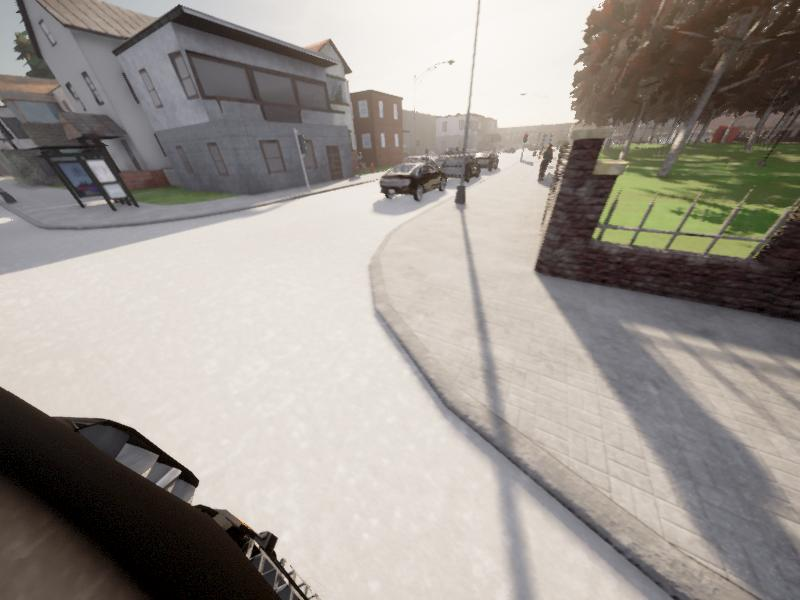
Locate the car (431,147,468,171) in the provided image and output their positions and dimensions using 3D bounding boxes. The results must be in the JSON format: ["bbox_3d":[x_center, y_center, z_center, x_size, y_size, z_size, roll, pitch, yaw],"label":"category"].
[{"bbox_3d":[5.182,-14.717,24.025,1.932,1.855,4.605,18,39,28],"label":"car"}]

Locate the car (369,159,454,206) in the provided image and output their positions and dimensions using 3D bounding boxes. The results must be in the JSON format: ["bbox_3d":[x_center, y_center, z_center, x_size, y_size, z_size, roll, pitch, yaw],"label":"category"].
[{"bbox_3d":[0.836,-6.189,11.832,2.128,1.511,4.902,16,38,26],"label":"car"}]

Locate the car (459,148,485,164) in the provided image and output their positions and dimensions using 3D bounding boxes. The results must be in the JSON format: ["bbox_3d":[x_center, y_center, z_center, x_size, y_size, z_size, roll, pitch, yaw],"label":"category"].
[{"bbox_3d":[9.737,-19.376,31.058,1.837,1.490,4.892,16,38,26],"label":"car"}]

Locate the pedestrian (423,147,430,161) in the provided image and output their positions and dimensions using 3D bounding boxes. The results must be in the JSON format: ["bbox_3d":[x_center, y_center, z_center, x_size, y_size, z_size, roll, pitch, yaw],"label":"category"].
[{"bbox_3d":[4.114,-22.708,35.901,0.751,1.860,0.751,27,44,37],"label":"pedestrian"}]

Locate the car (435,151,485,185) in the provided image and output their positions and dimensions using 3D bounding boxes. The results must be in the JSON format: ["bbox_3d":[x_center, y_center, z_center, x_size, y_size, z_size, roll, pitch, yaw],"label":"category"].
[{"bbox_3d":[4.371,-9.523,16.491,2.033,1.649,4.856,15,37,25],"label":"car"}]

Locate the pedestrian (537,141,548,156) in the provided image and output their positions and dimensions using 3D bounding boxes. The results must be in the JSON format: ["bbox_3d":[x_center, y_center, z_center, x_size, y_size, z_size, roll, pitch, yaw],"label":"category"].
[{"bbox_3d":[21.120,-22.346,34.146,0.751,1.860,0.751,27,44,37],"label":"pedestrian"}]

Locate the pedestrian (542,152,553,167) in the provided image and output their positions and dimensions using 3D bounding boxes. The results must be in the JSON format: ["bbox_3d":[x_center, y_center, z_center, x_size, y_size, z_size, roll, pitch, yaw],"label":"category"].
[{"bbox_3d":[13.436,-12.815,21.037,0.500,1.100,0.500,17,38,27],"label":"pedestrian"}]

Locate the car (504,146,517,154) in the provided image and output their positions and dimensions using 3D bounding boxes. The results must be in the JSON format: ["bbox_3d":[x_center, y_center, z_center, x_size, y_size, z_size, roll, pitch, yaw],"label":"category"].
[{"bbox_3d":[25.854,-35.119,54.037,1.812,1.442,4.674,16,38,26],"label":"car"}]

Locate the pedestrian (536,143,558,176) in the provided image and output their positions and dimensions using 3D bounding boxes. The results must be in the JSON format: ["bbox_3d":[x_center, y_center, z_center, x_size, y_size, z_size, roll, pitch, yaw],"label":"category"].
[{"bbox_3d":[9.787,-9.371,15.430,0.751,1.860,0.751,16,38,26],"label":"pedestrian"}]

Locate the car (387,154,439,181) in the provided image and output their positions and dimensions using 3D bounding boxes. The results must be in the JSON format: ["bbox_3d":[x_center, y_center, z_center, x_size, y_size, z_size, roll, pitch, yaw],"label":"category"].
[{"bbox_3d":[1.196,-10.950,18.974,2.128,1.511,4.902,16,38,26],"label":"car"}]

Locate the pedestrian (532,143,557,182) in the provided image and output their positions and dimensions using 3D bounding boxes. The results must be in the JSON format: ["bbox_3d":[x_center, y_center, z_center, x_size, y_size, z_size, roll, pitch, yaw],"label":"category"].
[{"bbox_3d":[8.347,-7.961,13.410,0.751,1.860,0.751,15,38,25],"label":"pedestrian"}]

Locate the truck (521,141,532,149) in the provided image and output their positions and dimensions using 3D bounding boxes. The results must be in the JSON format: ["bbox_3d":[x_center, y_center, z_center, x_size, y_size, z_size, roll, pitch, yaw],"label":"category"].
[{"bbox_3d":[42.665,-52.050,77.721,2.390,2.098,6.274,16,38,26],"label":"truck"}]

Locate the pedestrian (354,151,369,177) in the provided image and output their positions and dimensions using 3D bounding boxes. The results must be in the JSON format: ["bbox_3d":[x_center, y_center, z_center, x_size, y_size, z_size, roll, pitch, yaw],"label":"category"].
[{"bbox_3d":[-3.298,-11.598,19.724,0.751,1.860,0.751,15,38,25],"label":"pedestrian"}]

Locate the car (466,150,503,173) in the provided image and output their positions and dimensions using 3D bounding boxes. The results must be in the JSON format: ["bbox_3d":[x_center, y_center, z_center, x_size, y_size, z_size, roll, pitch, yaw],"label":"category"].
[{"bbox_3d":[7.861,-12.857,21.364,2.128,1.511,4.902,14,37,24],"label":"car"}]

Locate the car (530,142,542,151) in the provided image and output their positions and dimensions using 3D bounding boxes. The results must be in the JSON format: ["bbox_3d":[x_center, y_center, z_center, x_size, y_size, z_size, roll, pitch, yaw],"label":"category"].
[{"bbox_3d":[38.327,-43.192,64.970,2.097,1.767,4.553,16,38,26],"label":"car"}]
